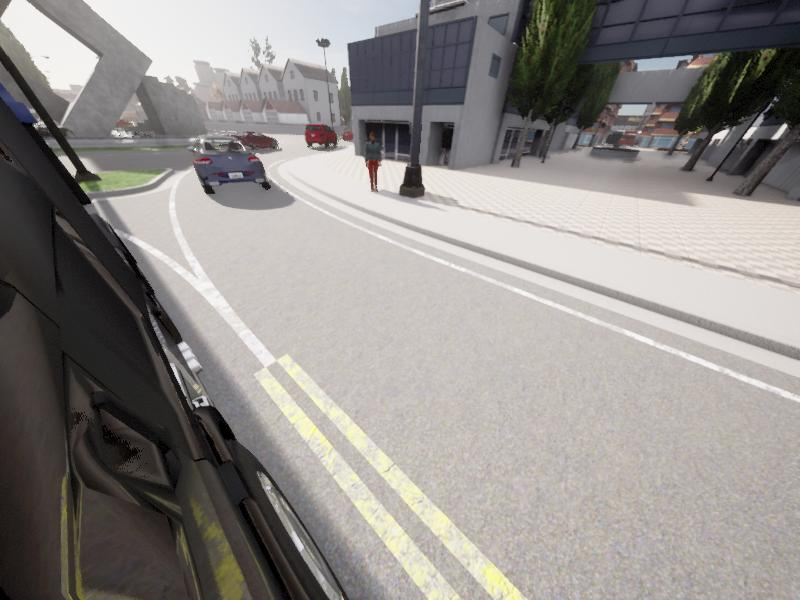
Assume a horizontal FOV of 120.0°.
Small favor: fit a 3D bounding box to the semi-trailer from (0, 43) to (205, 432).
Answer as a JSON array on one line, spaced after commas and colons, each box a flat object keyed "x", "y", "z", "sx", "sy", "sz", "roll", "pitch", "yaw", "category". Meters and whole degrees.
[{"x": -8.837, "y": -3.530, "z": 4.052, "sx": 14.254, "sy": 4.402, "sz": 2.717, "roll": 27, "pitch": 45, "yaw": 28, "category": "semi-trailer"}]

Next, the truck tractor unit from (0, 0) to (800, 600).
[{"x": -2.645, "y": -0.295, "z": 0.351, "sx": 6.516, "sy": 4.208, "sz": 3.053, "roll": 28, "pitch": 44, "yaw": 30, "category": "truck tractor unit"}]

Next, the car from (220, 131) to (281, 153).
[{"x": -12.690, "y": -13.785, "z": 20.028, "sx": 1.994, "sy": 1.385, "sz": 4.181, "roll": 10, "pitch": 38, "yaw": 10, "category": "car"}]

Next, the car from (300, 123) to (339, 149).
[{"x": -8.607, "y": -18.045, "z": 25.402, "sx": 2.150, "sy": 2.045, "sz": 5.566, "roll": 4, "pitch": 36, "yaw": 1, "category": "car"}]

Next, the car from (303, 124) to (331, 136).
[{"x": -16.656, "y": -34.141, "z": 46.514, "sx": 4.553, "sy": 1.767, "sz": 2.097, "roll": -23, "pitch": 44, "yaw": -30, "category": "car"}]

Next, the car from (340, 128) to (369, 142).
[{"x": -7.383, "y": -27.147, "z": 37.919, "sx": 2.242, "sy": 1.667, "sz": 4.611, "roll": 20, "pitch": 40, "yaw": 21, "category": "car"}]

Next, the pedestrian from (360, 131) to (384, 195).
[{"x": -0.944, "y": -4.825, "z": 8.180, "sx": 0.751, "sy": 1.860, "sz": 0.751, "roll": -1, "pitch": 37, "yaw": -5, "category": "pedestrian"}]

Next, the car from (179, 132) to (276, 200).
[{"x": -6.959, "y": -5.574, "z": 9.264, "sx": 2.152, "sy": 1.651, "sz": 5.027, "roll": -22, "pitch": 43, "yaw": -29, "category": "car"}]

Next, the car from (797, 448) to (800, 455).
[{"x": 4.429, "y": 1.902, "z": 0.132, "sx": 3.705, "sy": 1.549, "sz": 1.789, "roll": 29, "pitch": 44, "yaw": 30, "category": "car"}]
